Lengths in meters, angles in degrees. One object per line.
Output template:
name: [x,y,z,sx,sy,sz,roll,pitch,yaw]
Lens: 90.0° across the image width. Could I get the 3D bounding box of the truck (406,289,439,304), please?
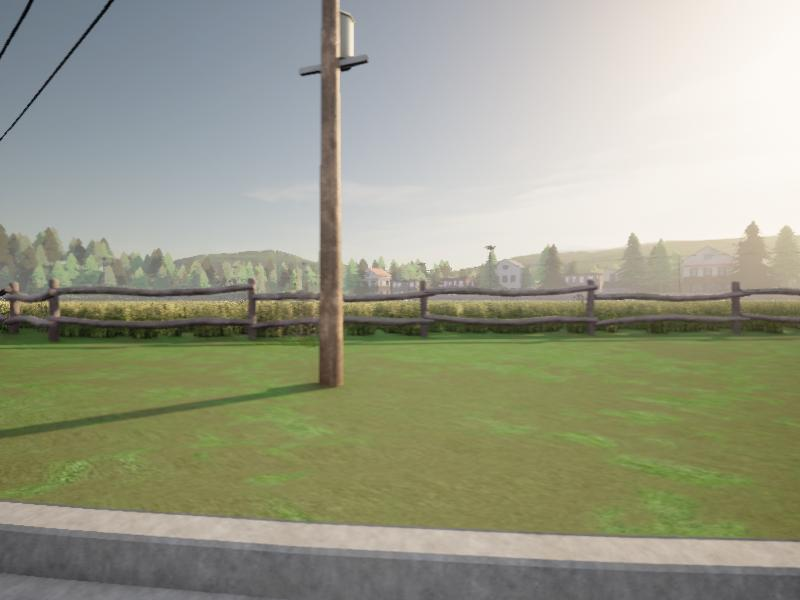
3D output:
truck: [6.011,-0.900,107.940,8.468,3.827,2.891,0,0,37]
